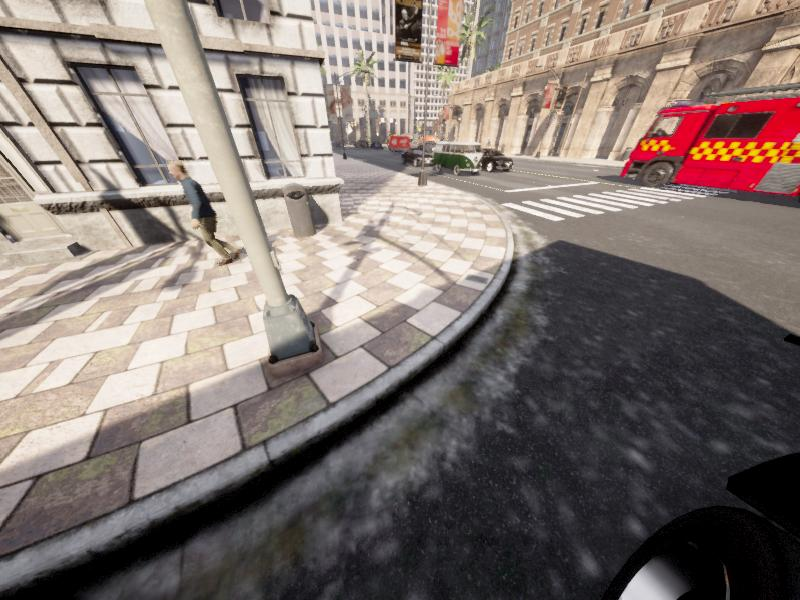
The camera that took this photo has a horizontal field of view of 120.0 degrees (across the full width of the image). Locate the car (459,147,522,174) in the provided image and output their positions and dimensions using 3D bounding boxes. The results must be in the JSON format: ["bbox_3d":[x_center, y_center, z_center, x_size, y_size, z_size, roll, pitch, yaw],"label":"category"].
[{"bbox_3d":[7.130,-11.494,18.879,1.837,1.490,4.892,-14,37,-18],"label":"car"}]

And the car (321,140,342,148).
[{"bbox_3d":[-18.099,-41.202,60.946,4.553,1.767,2.097,8,36,11],"label":"car"}]

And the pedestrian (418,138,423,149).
[{"bbox_3d":[4.484,-34.465,50.867,0.751,1.860,0.751,-23,41,-28],"label":"pedestrian"}]

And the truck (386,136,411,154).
[{"bbox_3d":[-0.370,-27.739,41.143,2.627,2.467,5.204,-13,38,-18],"label":"truck"}]

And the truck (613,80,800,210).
[{"bbox_3d":[15.334,-6.390,9.559,2.891,3.827,8.468,-14,37,-18],"label":"truck"}]

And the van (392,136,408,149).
[{"bbox_3d":[0.119,-38.529,56.343,1.988,2.561,5.915,10,37,15],"label":"van"}]

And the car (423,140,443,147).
[{"bbox_3d":[9.502,-45.118,66.448,5.238,1.638,1.930,-13,37,-18],"label":"car"}]

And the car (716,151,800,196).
[{"bbox_3d":[19.032,-5.638,10.364,1.930,1.638,5.238,-14,37,-18],"label":"car"}]

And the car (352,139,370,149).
[{"bbox_3d":[-9.489,-38.180,56.524,1.932,1.855,4.605,-29,44,-34],"label":"car"}]

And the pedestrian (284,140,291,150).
[{"bbox_3d":[-24.624,-33.926,50.560,0.751,1.860,0.751,-12,37,-16],"label":"pedestrian"}]

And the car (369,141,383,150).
[{"bbox_3d":[-5.321,-34.122,50.972,1.851,1.617,3.988,-15,38,-20],"label":"car"}]

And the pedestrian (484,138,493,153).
[{"bbox_3d":[14.213,-24.790,37.074,0.751,1.860,0.751,-18,39,-23],"label":"pedestrian"}]

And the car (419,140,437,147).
[{"bbox_3d":[8.349,-46.956,69.201,4.792,1.488,2.163,-13,37,-18],"label":"car"}]

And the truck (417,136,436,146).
[{"bbox_3d":[8.303,-49.523,71.986,5.204,2.467,2.627,-13,37,-18],"label":"truck"}]

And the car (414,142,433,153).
[{"bbox_3d":[4.000,-26.536,40.213,1.845,1.501,3.633,-13,37,-18],"label":"car"}]

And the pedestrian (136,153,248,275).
[{"bbox_3d":[-3.530,-1.513,4.164,0.751,1.860,0.751,-18,39,-24],"label":"pedestrian"}]

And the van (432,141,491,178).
[{"bbox_3d":[4.257,-10.413,16.937,1.775,1.987,4.442,-14,37,-18],"label":"van"}]

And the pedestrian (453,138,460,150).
[{"bbox_3d":[10.864,-30.018,44.514,0.751,1.860,0.751,-15,38,-19],"label":"pedestrian"}]

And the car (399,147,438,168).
[{"bbox_3d":[1.623,-13.832,22.276,1.812,1.442,4.674,-14,37,-18],"label":"car"}]

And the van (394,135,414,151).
[{"bbox_3d":[0.728,-31.846,46.895,1.988,2.561,5.915,-12,37,-16],"label":"van"}]
